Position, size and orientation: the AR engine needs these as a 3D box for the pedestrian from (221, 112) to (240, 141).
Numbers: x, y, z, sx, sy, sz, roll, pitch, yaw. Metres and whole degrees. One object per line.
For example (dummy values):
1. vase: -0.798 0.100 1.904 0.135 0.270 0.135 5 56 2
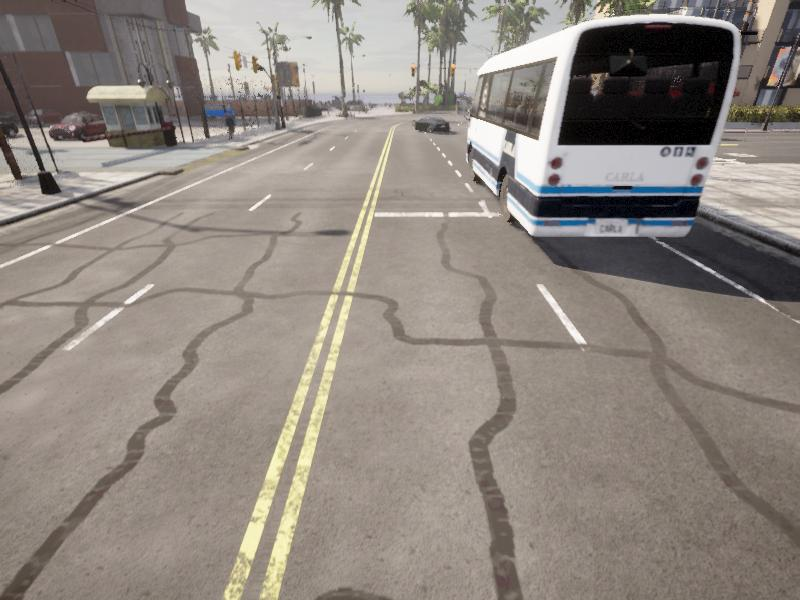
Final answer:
1. pedestrian: -12.132 -12.451 28.676 0.751 1.860 0.751 -1 27 -2

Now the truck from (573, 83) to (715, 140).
1. truck: 18.628 -14.712 31.209 8.468 3.827 2.891 0 27 1

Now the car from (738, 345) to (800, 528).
1. car: 4.223 1.927 1.262 2.163 1.488 4.792 0 27 0

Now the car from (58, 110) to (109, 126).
1. car: -35.990 -20.790 45.713 2.002 1.452 4.674 0 27 0

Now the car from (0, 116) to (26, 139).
1. car: -32.185 -13.195 30.738 2.097 1.535 5.008 0 27 0

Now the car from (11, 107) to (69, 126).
1. car: -40.935 -20.944 45.671 2.185 1.767 4.553 0 27 0

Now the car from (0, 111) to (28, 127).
1. car: -45.996 -20.730 45.810 2.161 1.482 4.786 0 27 0

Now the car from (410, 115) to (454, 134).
1. car: 2.877 -16.286 37.055 1.994 1.385 4.181 -15 30 -26

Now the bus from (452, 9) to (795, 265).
1. bus: 4.161 -4.963 11.715 3.944 4.253 10.273 0 27 1

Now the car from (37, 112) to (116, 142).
1. car: -24.585 -13.332 30.700 2.185 1.767 4.553 0 27 0

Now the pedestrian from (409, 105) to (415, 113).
1. pedestrian: 2.233 -36.539 76.404 0.751 1.300 0.751 22 34 37

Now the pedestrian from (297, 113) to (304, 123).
1. pedestrian: -11.742 -21.426 47.084 0.500 1.100 0.500 3 27 5
